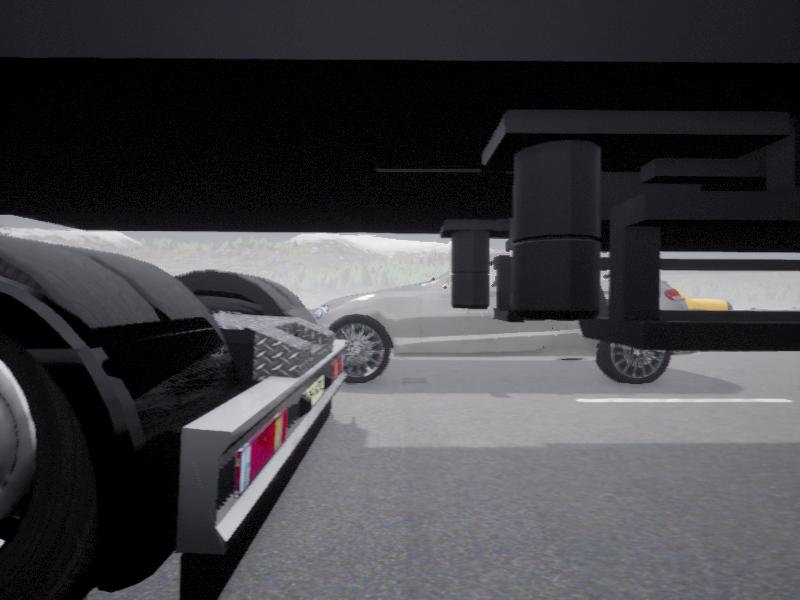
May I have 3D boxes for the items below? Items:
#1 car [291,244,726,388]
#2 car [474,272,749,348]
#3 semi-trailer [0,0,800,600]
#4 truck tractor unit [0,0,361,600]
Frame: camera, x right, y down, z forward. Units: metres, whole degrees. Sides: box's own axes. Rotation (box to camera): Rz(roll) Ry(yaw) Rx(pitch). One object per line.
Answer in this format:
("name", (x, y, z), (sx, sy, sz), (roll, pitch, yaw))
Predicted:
("car", (1.259, 0.182, 5.700), (5.027, 1.651, 2.152), (0, 0, 0))
("car", (4.561, 0.204, 9.201), (5.366, 1.575, 1.801), (0, 0, 0))
("semi-trailer", (4.292, -1.216, 2.206), (14.254, 4.402, 2.717), (0, 0, 0))
("truck tractor unit", (-3.625, -1.125, 2.198), (6.516, 4.208, 3.053), (0, 0, 0))
